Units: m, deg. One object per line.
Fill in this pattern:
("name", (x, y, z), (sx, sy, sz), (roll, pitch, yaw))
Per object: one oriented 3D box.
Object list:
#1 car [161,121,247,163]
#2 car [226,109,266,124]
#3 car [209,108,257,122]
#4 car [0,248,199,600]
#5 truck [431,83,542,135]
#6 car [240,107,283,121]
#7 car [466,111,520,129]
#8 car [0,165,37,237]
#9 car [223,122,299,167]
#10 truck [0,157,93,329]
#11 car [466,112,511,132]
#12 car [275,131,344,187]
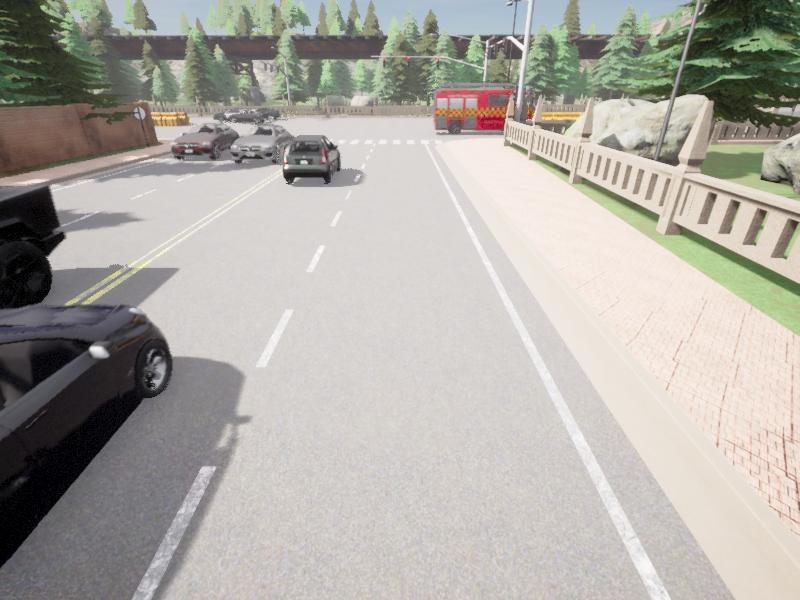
("car", (-10.488, -8.790, 21.974), (2.152, 1.651, 5.027), (0, 27, 0))
("car", (-18.044, -21.533, 46.960), (3.806, 1.475, 1.970), (0, 27, 0))
("car", (-20.831, -23.179, 50.104), (4.974, 1.542, 2.038), (0, 27, 0))
("car", (-3.489, 0.919, 3.159), (1.845, 1.501, 3.633), (0, 27, 0))
("truck", (7.009, -16.145, 33.891), (8.468, 3.827, 2.891), (0, 27, 0))
("car", (-18.404, -24.752, 53.218), (4.892, 1.490, 1.837), (1, 27, 0))
("car", (9.357, -18.320, 40.636), (5.008, 1.535, 1.882), (0, 27, 0))
("car", (-10.538, -1.581, 8.070), (1.837, 1.490, 4.892), (0, 27, 1))
("car", (-6.988, -8.189, 20.803), (2.152, 1.651, 5.027), (0, 27, 0))
("truck", (-6.994, 0.021, 4.282), (2.390, 2.098, 6.274), (0, 27, 0))
("car", (8.252, -16.729, 37.524), (3.705, 1.549, 1.789), (0, 27, 0))
("car", (-3.487, -5.839, 16.241), (1.851, 1.617, 3.988), (0, 27, 0))
